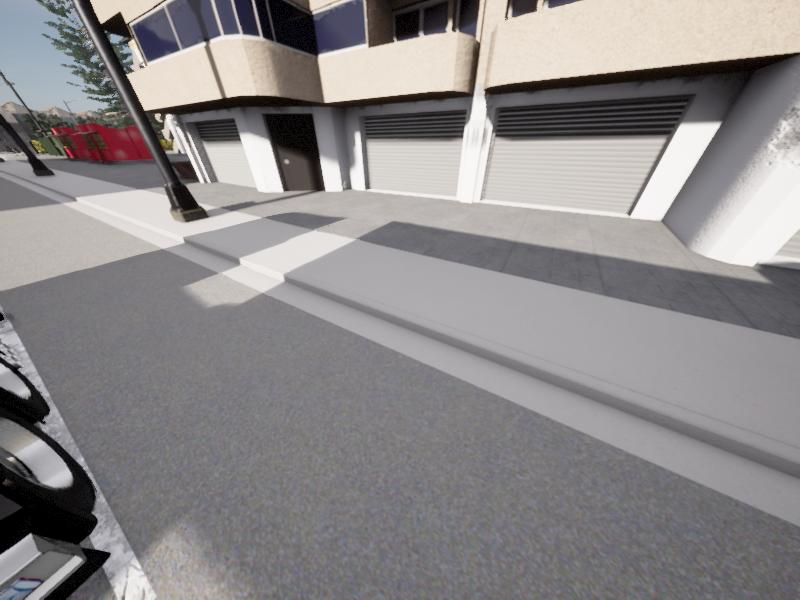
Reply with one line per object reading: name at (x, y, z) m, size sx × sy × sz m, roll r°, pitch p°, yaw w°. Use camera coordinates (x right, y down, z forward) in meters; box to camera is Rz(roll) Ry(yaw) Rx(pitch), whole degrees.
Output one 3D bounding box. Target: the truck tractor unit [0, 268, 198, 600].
truck tractor unit at (-5.110, -0.305, 0.755) m, size 6.516 × 4.208 × 3.053 m, roll 19°, pitch 39°, yaw 23°
